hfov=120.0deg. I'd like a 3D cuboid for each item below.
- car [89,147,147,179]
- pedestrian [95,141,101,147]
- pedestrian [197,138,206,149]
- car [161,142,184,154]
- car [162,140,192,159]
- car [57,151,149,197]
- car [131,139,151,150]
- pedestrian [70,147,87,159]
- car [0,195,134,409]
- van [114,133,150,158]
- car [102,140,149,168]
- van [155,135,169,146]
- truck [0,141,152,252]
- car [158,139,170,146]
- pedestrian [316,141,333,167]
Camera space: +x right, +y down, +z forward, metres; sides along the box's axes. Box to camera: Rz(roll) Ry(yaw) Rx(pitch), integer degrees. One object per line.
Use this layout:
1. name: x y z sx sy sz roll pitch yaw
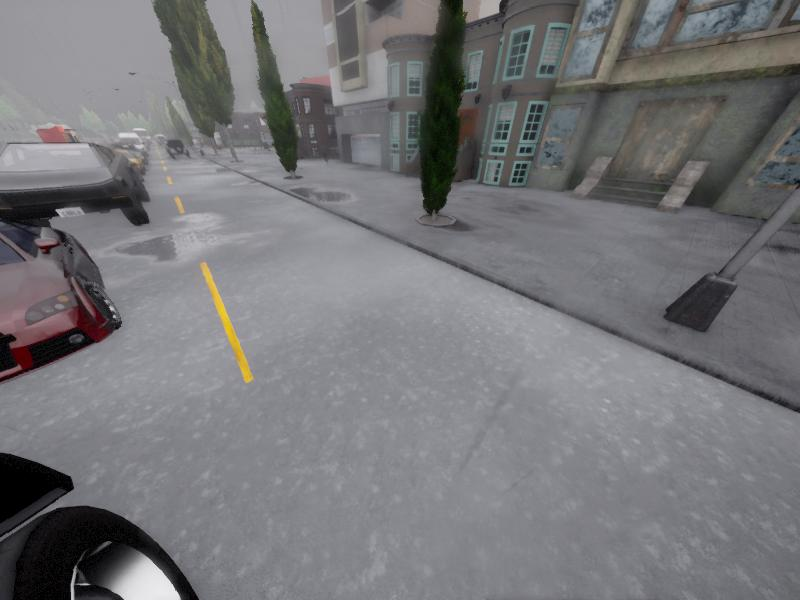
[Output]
1. car: -19.615 -9.819 16.334 1.801 1.575 5.366 -27 43 -33
2. pedestrian: -72.048 -37.265 55.101 0.500 1.100 0.500 -27 43 -33
3. pedestrian: -41.323 -32.689 48.157 0.751 1.860 0.751 -28 44 -34
4. car: -36.503 -24.441 37.046 1.970 1.475 3.806 -27 43 -33
5. car: -27.745 -18.820 28.774 1.905 1.878 3.866 -27 43 -33
6. car: -15.009 -6.744 12.064 2.128 1.511 4.902 -27 43 -33
7. car: -52.077 -31.366 46.491 2.097 1.767 4.553 -27 43 -33
8. pedestrian: -36.382 -16.676 26.138 0.500 1.100 0.500 8 36 11
9. car: -5.663 -0.221 3.024 4.181 1.385 1.994 25 41 31
10. van: -34.663 -20.155 30.059 1.988 2.561 5.915 -27 43 -33
11. car: -24.865 -13.414 21.133 1.932 1.855 4.605 -27 44 -33
12. van: -70.380 -47.294 68.268 1.988 2.561 5.915 -27 43 -33
13. truck: -10.218 -3.817 7.436 2.390 2.098 6.274 -27 43 -33
14. car: -64.854 -43.208 63.423 1.851 1.617 3.988 -27 43 -33
15. pedestrian: -6.554 -12.719 20.095 0.751 1.860 0.751 -30 45 -35
